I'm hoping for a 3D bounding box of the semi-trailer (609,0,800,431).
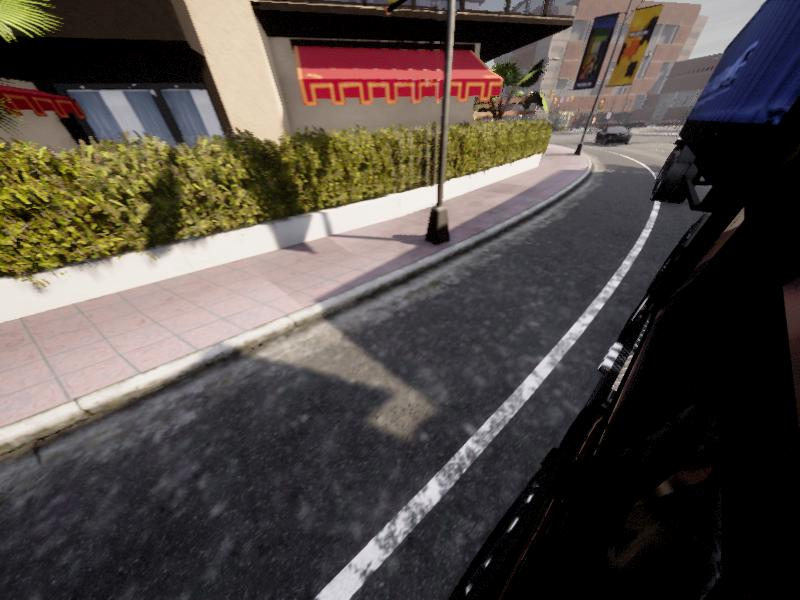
[{"bbox_3d":[8.133,-3.933,4.722,2.717,4.402,14.254,27,46,33],"label":"semi-trailer"}]

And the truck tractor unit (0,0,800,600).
[{"bbox_3d":[2.645,-0.295,0.351,6.516,4.208,3.053,-28,44,-30],"label":"truck tractor unit"}]

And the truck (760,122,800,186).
[{"bbox_3d":[15.245,-4.593,7.118,2.390,2.098,6.274,21,43,29],"label":"truck"}]

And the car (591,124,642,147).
[{"bbox_3d":[20.949,-16.193,22.668,1.930,1.638,5.238,11,39,18],"label":"car"}]

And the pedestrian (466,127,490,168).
[{"bbox_3d":[4.318,-8.485,12.888,0.751,1.860,0.751,23,44,30],"label":"pedestrian"}]
